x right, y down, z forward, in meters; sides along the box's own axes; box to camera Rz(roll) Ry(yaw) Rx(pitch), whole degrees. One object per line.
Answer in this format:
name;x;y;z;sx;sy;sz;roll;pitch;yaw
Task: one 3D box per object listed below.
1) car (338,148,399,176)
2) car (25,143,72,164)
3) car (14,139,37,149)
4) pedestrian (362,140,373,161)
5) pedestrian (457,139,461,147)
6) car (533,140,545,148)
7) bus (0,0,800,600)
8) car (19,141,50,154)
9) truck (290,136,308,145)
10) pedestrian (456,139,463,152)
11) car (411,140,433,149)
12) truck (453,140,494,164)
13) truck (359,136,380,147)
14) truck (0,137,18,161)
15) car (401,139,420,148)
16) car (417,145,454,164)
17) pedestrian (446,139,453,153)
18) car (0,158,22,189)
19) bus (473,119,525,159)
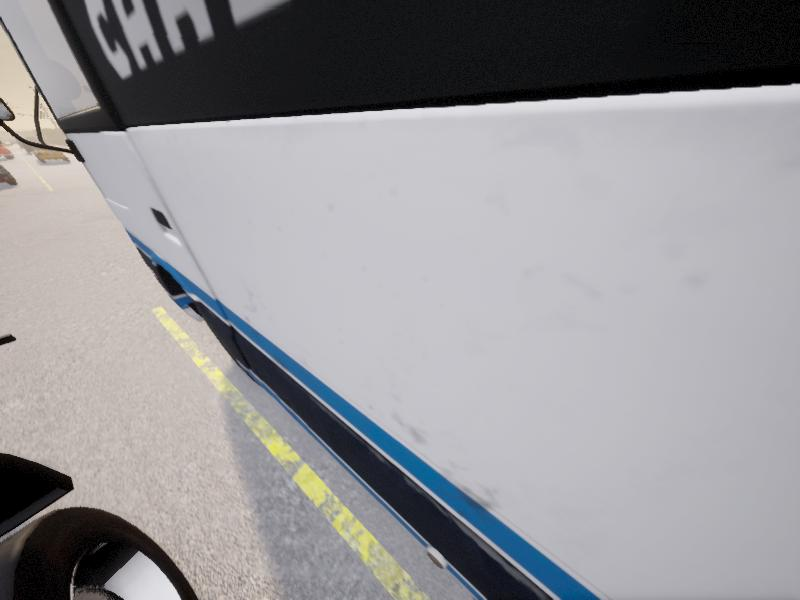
car;-2.278;-11.074;18.354;2.128;1.511;4.902;21;40;26
car;-35.985;-15.085;23.641;5.366;1.575;1.801;23;41;28
car;-76.114;-31.727;46.986;4.892;1.490;1.837;23;41;28
pedestrian;-3.491;-16.316;25.166;0.751;1.860;0.751;15;38;19
pedestrian;16.684;-44.642;65.553;0.751;1.860;0.751;20;40;26
car;41.450;-46.435;68.665;2.097;1.767;4.553;21;40;26
bus;1.953;-0.298;0.659;10.273;4.253;3.944;23;41;28
car;-55.056;-22.977;34.747;4.892;1.490;1.837;23;41;28
truck;-34.996;-55.406;80.108;5.204;2.467;2.627;20;40;25
pedestrian;10.885;-28.233;42.208;0.751;1.860;0.751;23;41;29
car;5.357;-38.176;56.702;4.856;1.649;2.033;20;40;25
truck;8.562;-17.248;26.699;2.390;2.098;6.274;21;40;26
truck;-8.357;-43.445;63.360;5.204;2.467;2.627;20;40;25
truck;-44.722;-16.598;24.949;5.204;2.467;2.627;22;41;28
car;2.666;-41.602;61.356;4.605;1.855;1.932;20;40;25
car;4.158;-16.811;26.550;2.128;1.511;4.902;21;40;26
pedestrian;8.563;-26.465;39.672;0.751;1.860;0.751;17;38;22
car;-22.333;-6.938;12.171;3.988;1.617;1.851;23;41;28
bus;14.876;-23.876;34.295;3.944;4.253;10.273;21;40;26
